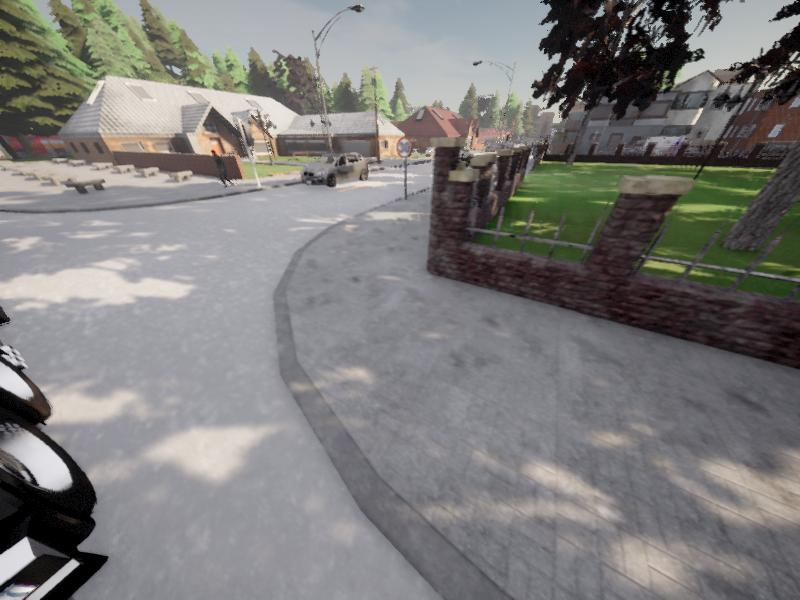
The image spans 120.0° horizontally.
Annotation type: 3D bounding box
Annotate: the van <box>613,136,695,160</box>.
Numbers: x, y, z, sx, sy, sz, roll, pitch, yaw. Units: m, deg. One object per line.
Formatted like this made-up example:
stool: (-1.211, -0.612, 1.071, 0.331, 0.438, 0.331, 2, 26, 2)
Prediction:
van: (32.576, -19.827, 30.067, 6.366, 2.431, 2.351, 18, 39, 24)

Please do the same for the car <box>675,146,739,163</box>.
car: (33.967, -16.279, 25.742, 3.633, 1.501, 1.845, 17, 39, 23)

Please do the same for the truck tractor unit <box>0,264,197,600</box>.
truck tractor unit: (-5.112, -0.299, 0.780, 6.516, 4.208, 3.053, 18, 39, 24)

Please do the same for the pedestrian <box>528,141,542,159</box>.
pedestrian: (16.725, -18.542, 28.642, 0.751, 1.860, 0.751, 3, 35, 5)

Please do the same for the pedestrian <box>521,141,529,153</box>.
pedestrian: (23.090, -28.319, 42.652, 0.751, 1.860, 0.751, 25, 42, 31)

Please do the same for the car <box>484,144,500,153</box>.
car: (18.421, -30.310, 46.189, 1.994, 1.385, 4.181, 18, 39, 24)

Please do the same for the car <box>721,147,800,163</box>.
car: (40.762, -16.519, 26.228, 4.718, 1.301, 1.895, 20, 40, 26)

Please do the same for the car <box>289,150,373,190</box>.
car: (-4.002, -8.204, 14.364, 2.242, 1.667, 4.611, 18, 39, 25)

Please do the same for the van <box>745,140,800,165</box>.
van: (39.127, -14.733, 23.073, 4.442, 1.987, 1.775, 17, 38, 23)

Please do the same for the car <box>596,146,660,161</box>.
car: (28.123, -18.291, 28.806, 5.357, 1.411, 2.033, 19, 39, 26)

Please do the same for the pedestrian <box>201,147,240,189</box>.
pedestrian: (-9.448, -6.977, 12.252, 0.751, 1.860, 0.751, 8, 36, 12)

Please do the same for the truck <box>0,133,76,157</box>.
truck: (-75.156, -31.954, 47.651, 2.891, 3.827, 8.468, 18, 39, 24)

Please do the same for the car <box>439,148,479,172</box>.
car: (5.559, -13.117, 21.455, 1.882, 1.535, 5.008, 18, 39, 25)

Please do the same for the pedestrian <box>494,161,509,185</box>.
pedestrian: (5.758, -7.222, 13.143, 0.500, 1.100, 0.500, 18, 39, 24)
